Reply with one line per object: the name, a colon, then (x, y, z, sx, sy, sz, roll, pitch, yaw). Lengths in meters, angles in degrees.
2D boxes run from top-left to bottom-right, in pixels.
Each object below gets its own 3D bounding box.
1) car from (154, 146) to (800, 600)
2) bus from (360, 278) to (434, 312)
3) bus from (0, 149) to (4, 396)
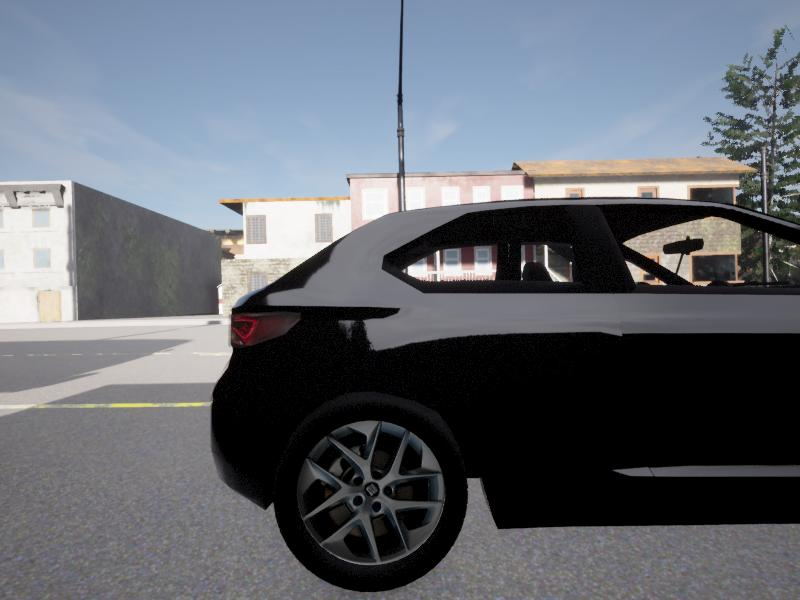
car: (1.305, 0.254, 2.205, 4.193, 1.474, 1.816, 0, 0, -1)
bus: (-0.602, -0.527, 54.478, 3.944, 4.253, 10.273, -2, 0, -44)
bus: (-9.263, -1.052, 2.095, 10.273, 4.253, 3.944, -1, 0, -1)
